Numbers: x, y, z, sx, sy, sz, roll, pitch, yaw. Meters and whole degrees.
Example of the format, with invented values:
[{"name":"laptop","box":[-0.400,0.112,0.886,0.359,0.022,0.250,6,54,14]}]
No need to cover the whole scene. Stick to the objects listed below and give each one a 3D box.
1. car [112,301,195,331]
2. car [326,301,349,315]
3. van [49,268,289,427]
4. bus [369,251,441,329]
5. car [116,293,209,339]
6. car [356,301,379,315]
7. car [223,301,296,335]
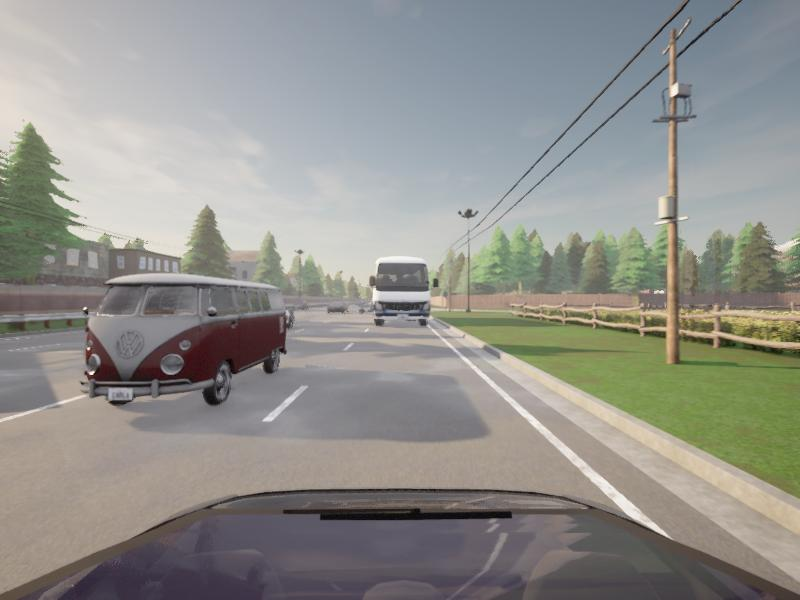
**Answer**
[{"name":"car","box":[-14.002,0.834,23.133,2.007,1.525,4.514,0,0,0]},{"name":"car","box":[-7.110,0.833,45.973,1.882,1.535,5.008,0,0,1]},{"name":"van","box":[-3.500,0.601,7.227,1.775,1.987,4.442,0,0,0]},{"name":"bus","box":[-0.001,-0.527,27.180,3.944,4.253,10.273,0,0,-3]},{"name":"car","box":[-10.504,0.650,18.092,1.905,1.878,3.866,0,0,0]},{"name":"car","box":[-3.503,0.846,44.397,2.128,1.511,4.902,0,0,0]},{"name":"car","box":[-7.003,0.833,20.631,2.038,1.542,4.974,0,0,0]}]
